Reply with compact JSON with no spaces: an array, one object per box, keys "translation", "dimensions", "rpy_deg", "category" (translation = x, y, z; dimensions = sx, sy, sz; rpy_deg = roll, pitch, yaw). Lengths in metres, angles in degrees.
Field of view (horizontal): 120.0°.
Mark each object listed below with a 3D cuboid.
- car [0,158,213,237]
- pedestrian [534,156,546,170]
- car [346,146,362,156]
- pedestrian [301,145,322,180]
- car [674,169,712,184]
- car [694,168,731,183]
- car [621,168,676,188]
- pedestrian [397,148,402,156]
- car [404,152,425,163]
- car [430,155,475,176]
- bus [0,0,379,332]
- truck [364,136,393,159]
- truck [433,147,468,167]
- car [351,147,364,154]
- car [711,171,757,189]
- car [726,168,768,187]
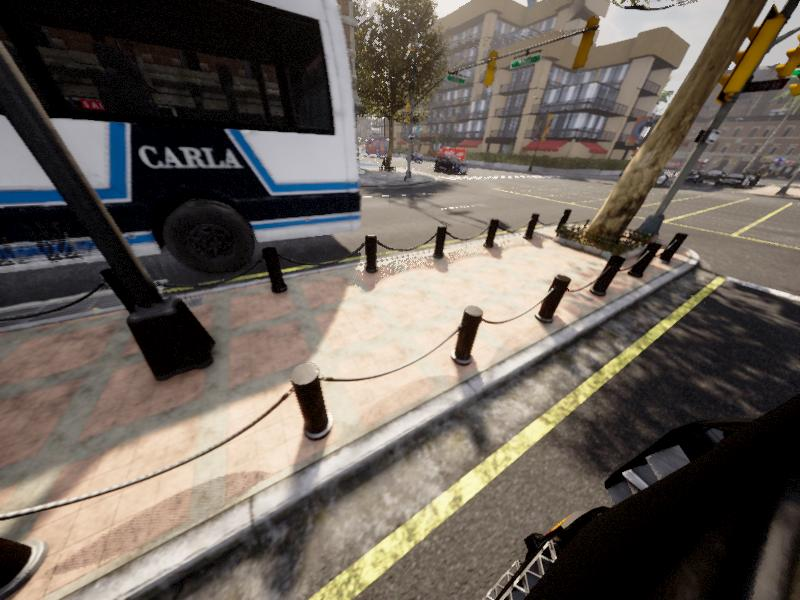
[{"translation":[-7.839,-3.015,6.502],"dimensions":[3.633,1.501,1.845],"rpy_deg":[-16,38,-26],"category":"car"},{"translation":[21.750,-21.265,35.877],"dimensions":[0.751,1.860,0.751],"rpy_deg":[-27,44,-37],"category":"pedestrian"},{"translation":[-10.865,-34.999,54.300],"dimensions":[2.097,1.767,4.553],"rpy_deg":[-16,38,-26],"category":"car"},{"translation":[-5.620,-8.715,14.669],"dimensions":[0.751,1.860,0.751],"rpy_deg":[-20,40,-30],"category":"pedestrian"},{"translation":[37.828,-15.948,29.844],"dimensions":[3.806,1.475,1.970],"rpy_deg":[-16,38,-26],"category":"car"},{"translation":[45.963,-18.326,33.956],"dimensions":[5.238,1.638,1.930],"rpy_deg":[-16,38,-26],"category":"car"},{"translation":[25.078,-12.350,23.312],"dimensions":[4.974,1.542,2.038],"rpy_deg":[-16,38,-26],"category":"car"},{"translation":[-0.140,-38.179,59.607],"dimensions":[0.751,1.860,0.751],"rpy_deg":[-18,39,-28],"category":"pedestrian"},{"translation":[2.527,-25.632,41.483],"dimensions":[1.789,1.549,3.705],"rpy_deg":[-16,38,-26],"category":"car"},{"translation":[5.600,-14.858,25.403],"dimensions":[2.033,1.649,4.856],"rpy_deg":[-13,37,-23],"category":"car"},{"translation":[-5.813,-2.395,3.260],"dimensions":[10.273,4.253,3.944],"rpy_deg":[-16,38,-26],"category":"bus"},{"translation":[-4.868,-33.843,51.210],"dimensions":[2.891,3.827,8.468],"rpy_deg":[-16,38,-26],"category":"truck"},{"translation":[8.320,-24.181,38.951],"dimensions":[2.627,2.467,5.204],"rpy_deg":[-16,39,-26],"category":"truck"},{"translation":[-12.461,-44.029,68.089],"dimensions":[2.163,1.488,4.792],"rpy_deg":[-16,38,-26],"category":"car"},{"translation":[39.432,-14.192,27.276],"dimensions":[4.974,1.542,2.038],"rpy_deg":[-16,38,-26],"category":"car"},{"translation":[45.575,-16.074,30.316],"dimensions":[4.605,1.855,1.932],"rpy_deg":[-15,38,-27],"category":"car"}]
